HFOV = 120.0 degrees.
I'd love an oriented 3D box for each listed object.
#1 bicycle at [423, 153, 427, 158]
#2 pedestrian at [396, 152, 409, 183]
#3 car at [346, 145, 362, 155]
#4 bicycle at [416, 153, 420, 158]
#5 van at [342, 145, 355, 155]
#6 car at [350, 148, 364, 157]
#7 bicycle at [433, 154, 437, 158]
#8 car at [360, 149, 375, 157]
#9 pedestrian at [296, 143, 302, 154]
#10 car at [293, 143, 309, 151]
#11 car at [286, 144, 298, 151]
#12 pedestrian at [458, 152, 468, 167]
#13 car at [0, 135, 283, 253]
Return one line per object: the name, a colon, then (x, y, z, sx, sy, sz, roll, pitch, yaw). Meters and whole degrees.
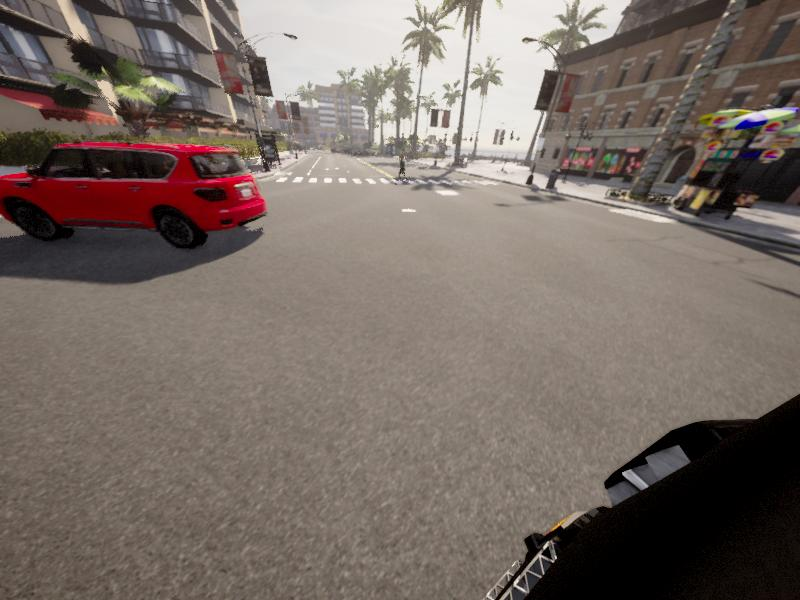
bicycle: (6.668, -38.868, 62.141, 0.373, 1.024, 1.643, -6, 35, -14)
pedestrian: (0.163, -9.600, 16.796, 0.751, 1.860, 0.751, -5, 34, -12)
car: (-13.246, -43.079, 66.329, 2.150, 2.045, 5.566, -19, 39, -29)
bicycle: (4.724, -38.654, 61.670, 0.373, 1.024, 1.643, -6, 35, -14)
van: (-13.752, -39.714, 61.244, 1.775, 1.987, 4.442, -16, 38, -26)
car: (-10.299, -35.114, 54.833, 2.242, 1.667, 4.611, -10, 36, -19)
bicycle: (9.584, -39.188, 62.848, 0.373, 1.024, 1.643, -6, 35, -14)
car: (-8.343, -37.522, 58.892, 2.152, 1.651, 5.027, -13, 37, -23)
pedestrian: (-21.184, -31.873, 48.603, 0.751, 1.860, 0.751, -7, 35, -15)
car: (-32.425, -50.283, 75.769, 5.566, 2.045, 2.150, 30, 42, 34)
car: (-34.345, -48.483, 73.360, 3.988, 1.617, 1.851, 30, 42, 34)
pedestrian: (9.004, -20.170, 33.195, 0.751, 1.860, 0.751, -11, 36, -20)
car: (-6.397, -2.700, 5.726, 5.566, 2.045, 2.150, 4, 33, 1)
